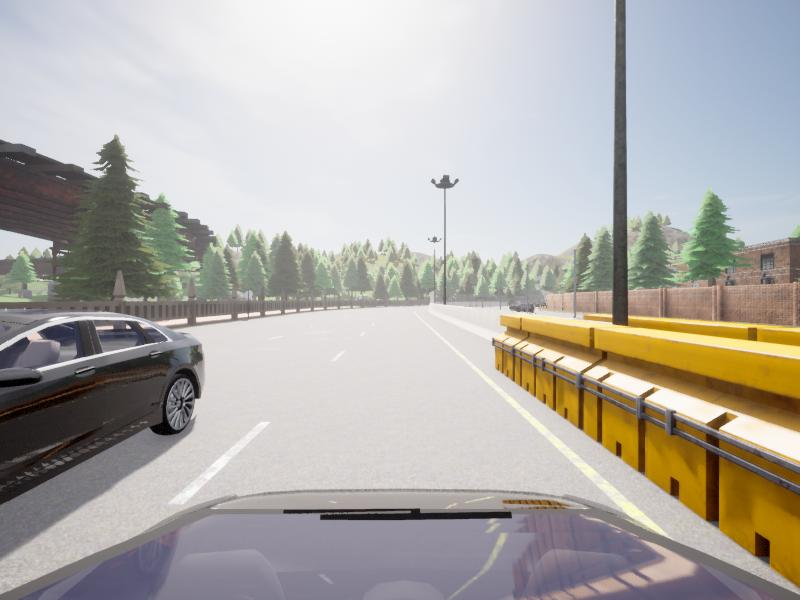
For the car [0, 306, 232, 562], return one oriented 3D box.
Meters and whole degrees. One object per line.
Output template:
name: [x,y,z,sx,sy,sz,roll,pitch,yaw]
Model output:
car: [-3.500,0.837,3.363,2.128,1.511,4.902,0,0,0]
